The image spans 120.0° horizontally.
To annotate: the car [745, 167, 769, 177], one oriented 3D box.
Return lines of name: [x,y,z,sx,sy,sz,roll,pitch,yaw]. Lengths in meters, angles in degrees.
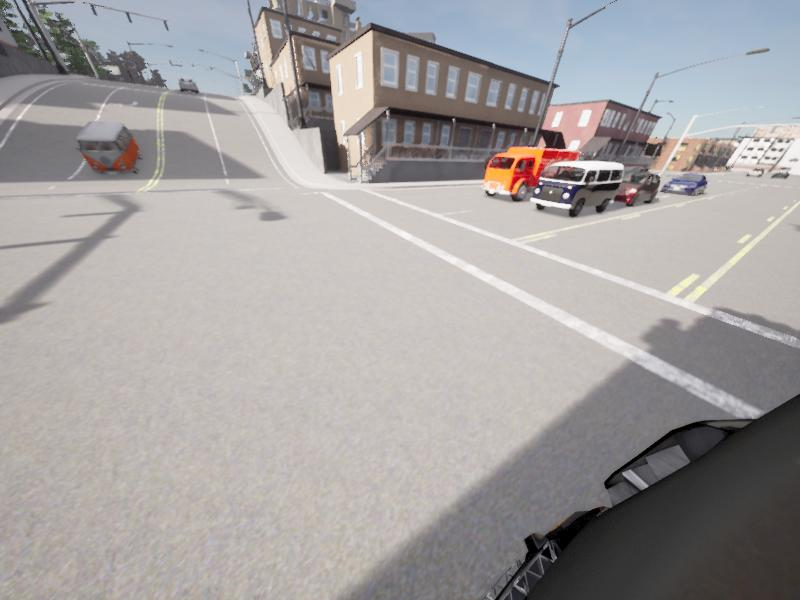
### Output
car: [81.294,-29.129,52.617,4.605,1.855,1.932,-17,38,-27]

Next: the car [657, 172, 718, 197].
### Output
car: [22.985,-9.267,18.465,4.674,1.442,1.812,-17,38,-27]

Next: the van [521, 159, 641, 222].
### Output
van: [8.077,-5.065,10.416,4.480,2.038,2.069,-17,38,-27]

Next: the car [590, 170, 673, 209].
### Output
car: [13.316,-6.453,13.313,3.988,1.617,1.851,-17,38,-27]

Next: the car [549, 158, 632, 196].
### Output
car: [13.901,-9.049,16.888,5.566,2.045,2.150,-17,38,-27]

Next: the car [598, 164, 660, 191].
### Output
car: [20.066,-10.801,20.244,4.553,1.767,2.097,-17,38,-27]

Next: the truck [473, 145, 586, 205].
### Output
truck: [7.241,-7.168,13.145,5.204,2.467,2.627,-16,38,-26]

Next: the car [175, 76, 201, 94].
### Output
car: [-28.689,-29.217,31.360,1.970,1.475,3.806,-16,46,-27]

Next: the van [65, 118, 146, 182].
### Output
van: [-17.047,-8.927,13.675,1.775,1.987,4.442,-17,52,-28]
